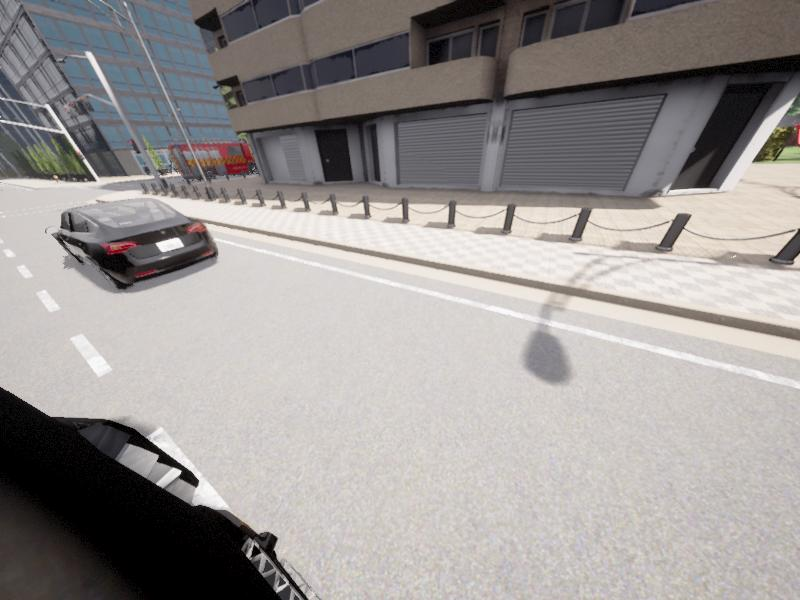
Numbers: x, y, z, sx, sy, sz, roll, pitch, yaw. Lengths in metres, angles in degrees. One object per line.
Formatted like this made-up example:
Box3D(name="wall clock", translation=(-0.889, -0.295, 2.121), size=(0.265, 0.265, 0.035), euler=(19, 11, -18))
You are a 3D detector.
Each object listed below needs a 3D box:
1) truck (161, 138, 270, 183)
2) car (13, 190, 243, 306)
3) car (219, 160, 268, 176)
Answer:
Box3D(name="truck", translation=(-20.161, -16.001, 26.216), size=(2.891, 3.827, 8.468), euler=(16, 38, 26))
Box3D(name="car", translation=(-6.576, -1.624, 5.629), size=(4.792, 1.488, 2.163), euler=(16, 38, 26))
Box3D(name="car", translation=(-21.063, -17.945, 31.294), size=(1.882, 1.535, 5.008), euler=(16, 38, 26))
